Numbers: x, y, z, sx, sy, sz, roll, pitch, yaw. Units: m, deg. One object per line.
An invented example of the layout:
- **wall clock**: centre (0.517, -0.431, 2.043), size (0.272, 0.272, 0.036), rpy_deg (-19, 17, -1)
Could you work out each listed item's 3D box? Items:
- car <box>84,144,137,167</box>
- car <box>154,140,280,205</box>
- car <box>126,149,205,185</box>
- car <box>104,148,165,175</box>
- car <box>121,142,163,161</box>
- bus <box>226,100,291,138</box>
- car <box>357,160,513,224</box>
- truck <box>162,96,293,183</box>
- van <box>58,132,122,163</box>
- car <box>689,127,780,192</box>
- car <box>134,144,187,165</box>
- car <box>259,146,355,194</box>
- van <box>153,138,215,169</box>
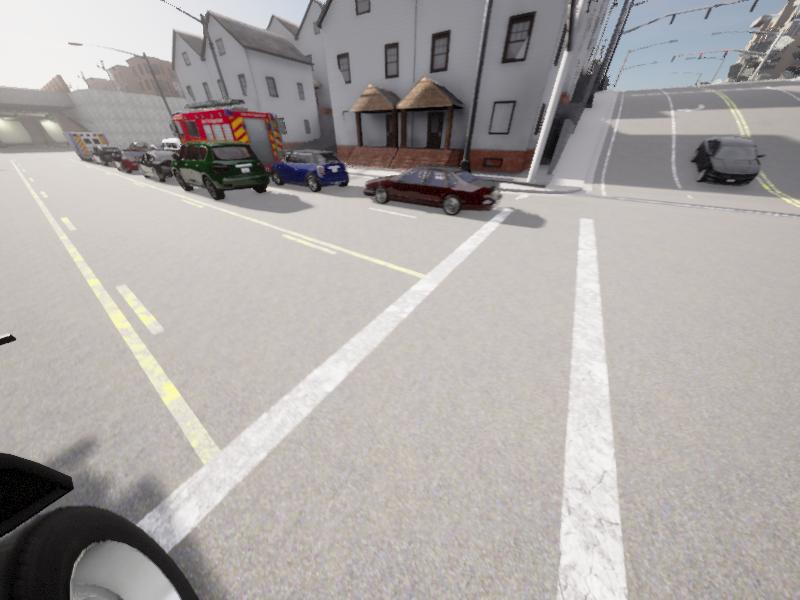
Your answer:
- **car**: centre (-26.087, -13.052, 20.812), size (4.892, 1.490, 1.837), rpy_deg (22, 41, 28)
- **car**: centre (-8.428, -6.065, 10.624), size (5.566, 2.045, 2.150), rpy_deg (22, 41, 28)
- **car**: centre (-14.466, -8.304, 14.211), size (4.892, 1.490, 1.837), rpy_deg (22, 41, 28)
- **car**: centre (-19.891, -10.455, 17.308), size (4.181, 1.385, 1.994), rpy_deg (24, 41, 29)
- **car**: centre (-28.885, -16.709, 25.863), size (3.988, 1.617, 1.851), rpy_deg (22, 41, 28)
- **bus**: centre (-29.040, -37.789, 48.189), size (3.944, 4.253, 10.273), rpy_deg (22, 54, 27)
- **car**: centre (1.134, -4.373, 8.897), size (5.357, 1.411, 2.033), rpy_deg (20, 40, 26)
- **truck**: centre (-11.385, -10.468, 15.286), size (8.468, 3.827, 2.891), rpy_deg (22, 41, 28)
- **van**: centre (-32.392, -16.014, 24.132), size (6.366, 2.431, 2.351), rpy_deg (22, 41, 28)
- **car**: centre (18.585, -8.111, 13.123), size (1.882, 1.535, 5.008), rpy_deg (21, 56, 27)
- **car**: centre (-23.816, -14.591, 23.000), size (4.902, 1.511, 2.128), rpy_deg (22, 41, 28)
- **car**: centre (-4.886, -6.978, 12.172), size (4.553, 1.767, 2.097), rpy_deg (22, 41, 28)
- **van**: centre (-18.541, -12.656, 19.857), size (4.480, 2.038, 2.069), rpy_deg (22, 41, 28)
